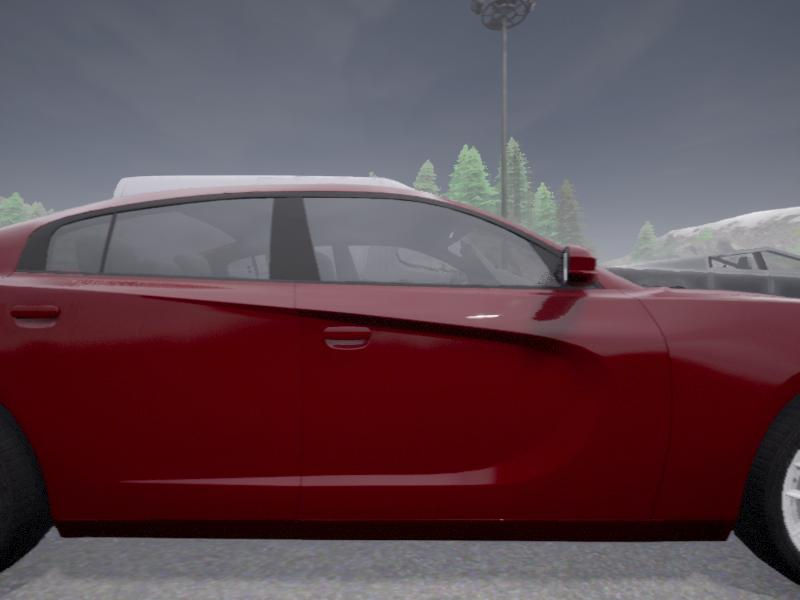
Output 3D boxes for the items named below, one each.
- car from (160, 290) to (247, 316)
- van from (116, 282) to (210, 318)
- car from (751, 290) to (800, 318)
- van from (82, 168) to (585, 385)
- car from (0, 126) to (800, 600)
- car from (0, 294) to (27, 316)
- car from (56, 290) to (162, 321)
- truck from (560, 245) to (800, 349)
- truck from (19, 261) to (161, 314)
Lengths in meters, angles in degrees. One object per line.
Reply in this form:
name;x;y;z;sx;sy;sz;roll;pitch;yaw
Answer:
car;-13.005;0.182;26.699;4.856;1.649;2.033;0;0;0
van;-13.643;0.002;23.199;4.442;1.987;1.775;0;0;0
car;23.670;0.215;23.199;5.008;1.535;1.882;0;0;0
van;-0.781;-0.277;5.697;5.915;2.561;1.988;0;0;0
car;-0.123;0.223;2.195;5.008;1.535;1.882;0;0;0
car;-28.526;0.305;26.702;5.357;1.411;2.033;0;0;0
car;-14.201;0.258;19.701;3.806;1.475;1.970;0;0;0
truck;7.285;-0.060;9.199;6.274;2.098;2.390;0;0;0
truck;-23.170;-0.914;30.205;8.468;3.827;2.891;0;0;0
